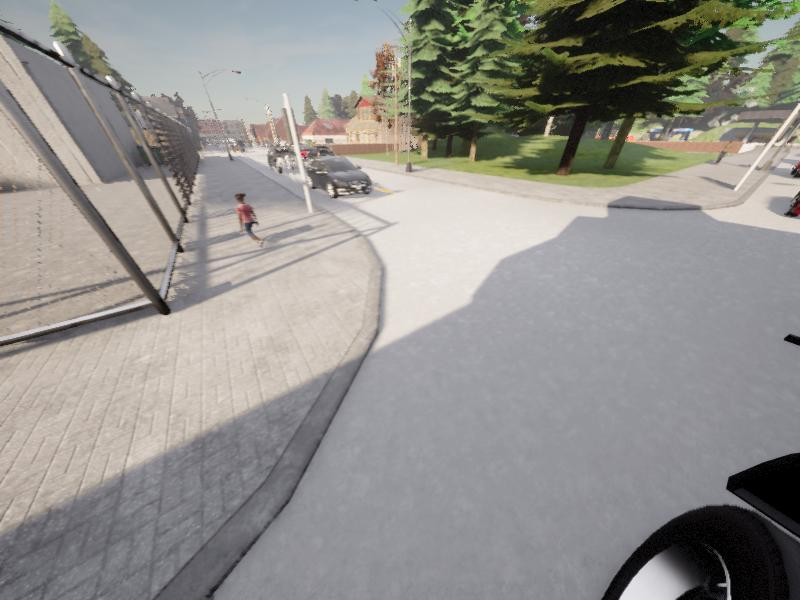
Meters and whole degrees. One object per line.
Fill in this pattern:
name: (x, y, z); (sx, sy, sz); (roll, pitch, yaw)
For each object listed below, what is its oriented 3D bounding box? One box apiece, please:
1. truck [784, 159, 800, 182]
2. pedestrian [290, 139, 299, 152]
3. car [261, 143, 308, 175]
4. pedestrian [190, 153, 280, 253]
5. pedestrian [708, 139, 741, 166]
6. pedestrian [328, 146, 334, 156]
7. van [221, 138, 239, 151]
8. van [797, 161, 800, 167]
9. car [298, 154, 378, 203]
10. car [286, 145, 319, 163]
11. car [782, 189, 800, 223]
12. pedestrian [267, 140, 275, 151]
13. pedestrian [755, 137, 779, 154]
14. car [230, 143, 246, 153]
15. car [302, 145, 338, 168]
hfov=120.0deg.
truck: (26.037, -8.482, 13.537); (5.204, 2.467, 2.627); (-22, 41, -28)
pedestrian: (-18.721, -27.352, 40.982); (0.751, 1.860, 0.751); (-24, 42, -30)
car: (-9.233, -11.267, 18.319); (1.932, 1.855, 4.605); (-22, 41, -28)
pedestrian: (-3.492, -2.117, 5.084); (0.751, 1.860, 0.751); (15, 38, 20)
pedestrian: (27.001, -12.282, 19.224); (0.751, 1.860, 0.751); (-22, 41, -28)
pedestrian: (-9.577, -20.581, 31.967); (0.500, 1.100, 0.500); (-23, 41, -28)
van: (-40.336, -36.861, 54.751); (2.351, 2.431, 6.366); (-22, 41, -28)
van: (37.219, -13.061, 19.869); (5.915, 2.561, 1.988); (-22, 41, -28)
car: (-3.177, -6.106, 11.288); (1.837, 1.490, 4.892); (-23, 41, -28)
car: (-11.352, -17.028, 26.804); (2.007, 1.525, 4.514); (-23, 41, -29)
car: (14.566, -3.349, 7.331); (4.181, 1.385, 1.994); (-22, 41, -28)
pedestrian: (-25.753, -30.725, 46.005); (0.751, 1.860, 0.751); (-6, 36, -8)
pedestrian: (49.585, -20.884, 31.207); (0.751, 1.860, 0.751); (-15, 38, -19)
car: (-30.142, -28.285, 42.963); (1.816, 1.474, 4.193); (-22, 41, -28)
car: (-7.740, -13.956, 22.350); (1.851, 1.617, 3.988); (-22, 41, -28)
